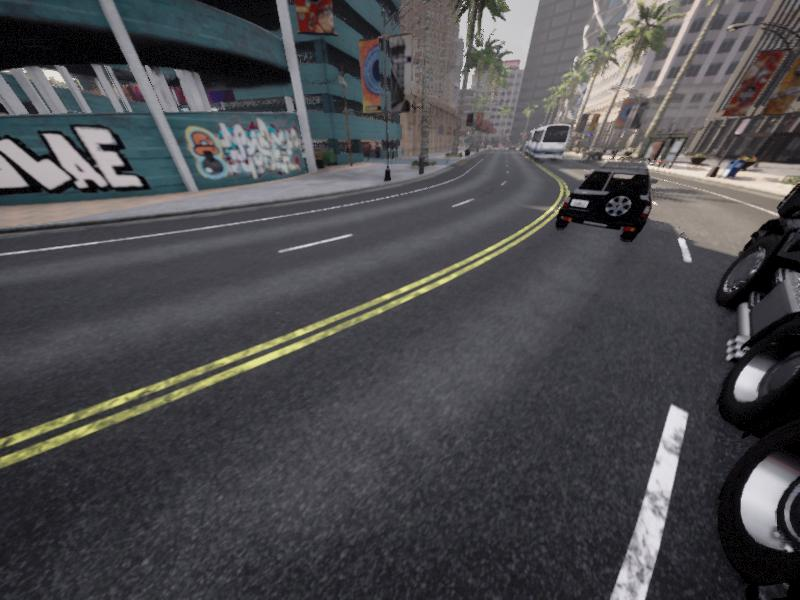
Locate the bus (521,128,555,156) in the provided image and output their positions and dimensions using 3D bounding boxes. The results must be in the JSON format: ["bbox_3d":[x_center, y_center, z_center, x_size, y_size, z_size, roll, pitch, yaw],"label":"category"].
[{"bbox_3d":[27.676,-32.054,47.045,3.944,4.253,10.273,12,35,17],"label":"bus"}]

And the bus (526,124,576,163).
[{"bbox_3d":[22.106,-23.604,34.747,3.944,4.253,10.273,12,37,17],"label":"bus"}]

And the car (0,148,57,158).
[{"bbox_3d":[-69.591,-27.653,43.343,2.033,1.411,5.357,12,36,17],"label":"car"}]

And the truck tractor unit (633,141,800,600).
[{"bbox_3d":[4.884,-0.481,1.043,6.516,4.208,3.053,-27,43,-33],"label":"truck tractor unit"}]

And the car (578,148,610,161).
[{"bbox_3d":[28.866,-21.900,34.640,2.231,1.521,4.892,12,36,17],"label":"car"}]

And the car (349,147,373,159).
[{"bbox_3d":[-6.436,-24.884,38.954,2.007,1.523,4.514,12,36,17],"label":"car"}]

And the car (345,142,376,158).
[{"bbox_3d":[-6.456,-25.176,38.687,2.435,2.045,5.566,12,36,17],"label":"car"}]

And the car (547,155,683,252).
[{"bbox_3d":[6.598,-3.307,7.231,1.932,1.855,4.605,26,42,32],"label":"car"}]
